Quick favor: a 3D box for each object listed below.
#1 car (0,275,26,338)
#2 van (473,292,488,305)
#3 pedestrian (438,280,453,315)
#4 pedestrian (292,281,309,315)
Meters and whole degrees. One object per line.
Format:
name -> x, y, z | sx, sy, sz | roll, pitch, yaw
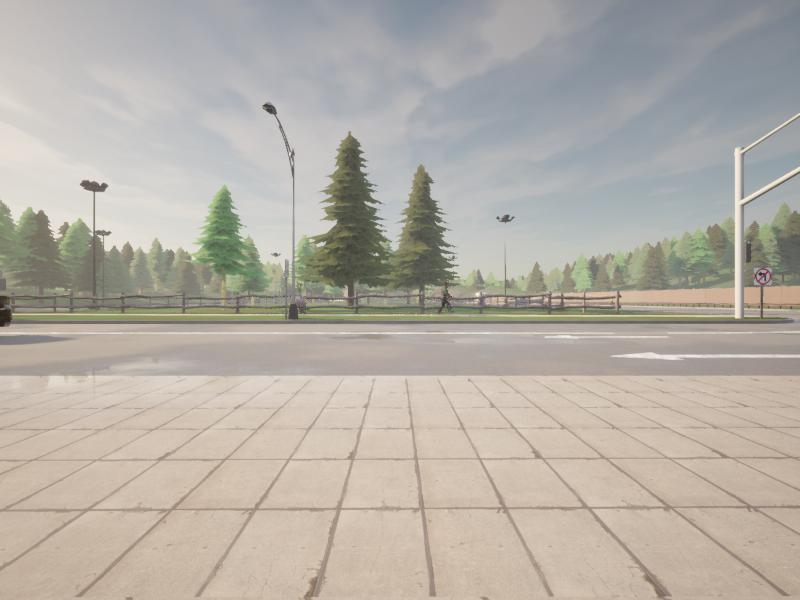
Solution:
car -> -13.033, 0.171, 10.176 | 5.238, 1.638, 1.930 | 0, 0, 0
van -> 17.326, -0.300, 86.851 | 1.988, 2.561, 5.915 | 0, 0, -1
pedestrian -> 2.461, -0.115, 21.678 | 0.751, 1.860, 0.751 | 0, 0, 3
pedestrian -> -5.571, -0.115, 22.352 | 0.751, 1.860, 0.751 | 0, 0, 3
